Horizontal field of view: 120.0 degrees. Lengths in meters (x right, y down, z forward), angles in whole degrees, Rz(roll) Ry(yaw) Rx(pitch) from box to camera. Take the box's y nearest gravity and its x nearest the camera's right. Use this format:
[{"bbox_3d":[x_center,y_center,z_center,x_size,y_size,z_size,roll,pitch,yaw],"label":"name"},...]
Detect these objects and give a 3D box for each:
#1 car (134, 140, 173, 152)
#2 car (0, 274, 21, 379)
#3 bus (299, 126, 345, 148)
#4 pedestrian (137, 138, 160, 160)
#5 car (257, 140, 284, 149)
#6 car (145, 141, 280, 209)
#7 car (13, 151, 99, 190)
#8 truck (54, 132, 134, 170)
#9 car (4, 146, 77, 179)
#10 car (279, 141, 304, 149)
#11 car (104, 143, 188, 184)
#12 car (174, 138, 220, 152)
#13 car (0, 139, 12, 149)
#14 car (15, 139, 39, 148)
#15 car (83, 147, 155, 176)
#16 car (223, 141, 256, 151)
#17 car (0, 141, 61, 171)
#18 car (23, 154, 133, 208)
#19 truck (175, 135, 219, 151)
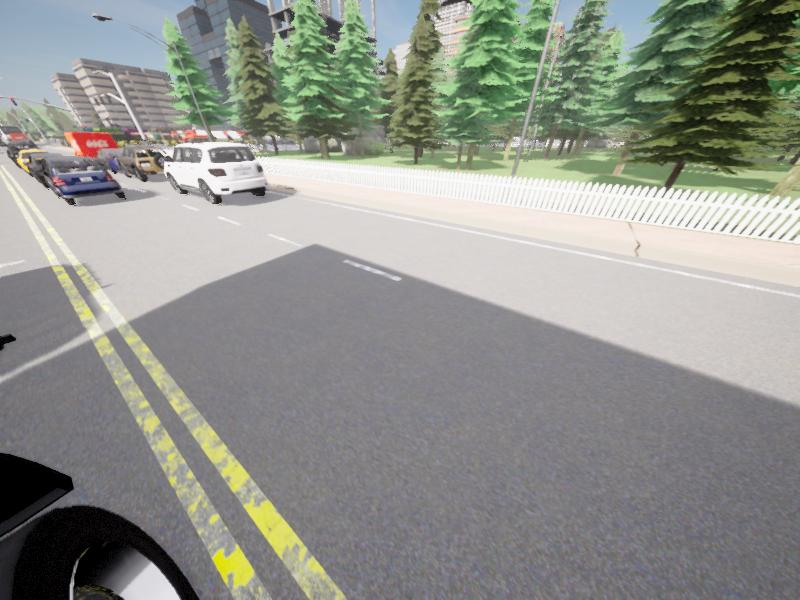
[{"bbox_3d":[-42.287,-26.469,39.752,1.851,1.617,3.988,22,41,28],"label":"car"},{"bbox_3d":[-6.565,0.068,2.481,3.806,1.475,1.970,21,40,27],"label":"car"},{"bbox_3d":[-19.194,-40.831,58.041,3.944,4.253,10.273,20,40,26],"label":"bus"},{"bbox_3d":[-26.269,-15.764,24.158,0.751,1.860,0.751,22,41,28],"label":"pedestrian"},{"bbox_3d":[-30.582,-36.907,54.641,2.033,1.649,4.856,20,40,26],"label":"car"},{"bbox_3d":[-8.192,-5.662,10.109,5.566,2.045,2.150,21,40,27],"label":"car"},{"bbox_3d":[-18.846,-7.177,12.668,4.193,1.474,1.816,21,40,27],"label":"car"},{"bbox_3d":[-26.411,-12.987,19.990,5.204,2.467,2.627,21,40,27],"label":"truck"},{"bbox_3d":[-24.633,-9.493,15.817,5.366,1.575,1.801,21,40,27],"label":"car"},{"bbox_3d":[-24.331,-34.978,52.066,2.007,1.525,4.514,20,40,26],"label":"car"},{"bbox_3d":[-15.713,-8.545,14.287,4.605,1.855,1.932,21,40,27],"label":"car"},{"bbox_3d":[-36.462,-28.051,41.667,2.150,2.045,5.566,20,40,26],"label":"car"},{"bbox_3d":[-82.774,-32.265,47.773,4.514,1.525,2.007,21,40,27],"label":"car"},{"bbox_3d":[-81.168,-34.142,50.291,5.238,1.638,1.930,21,40,27],"label":"car"},{"bbox_3d":[-21.127,-10.507,17.373,4.792,1.488,2.163,21,40,27],"label":"car"},{"bbox_3d":[-32.451,-31.439,46.961,2.038,1.542,4.974,20,40,26],"label":"car"},{"bbox_3d":[-30.471,-11.908,18.937,4.605,1.855,1.932,21,40,27],"label":"car"},{"bbox_3d":[-13.532,-5.128,9.728,3.705,1.549,1.789,21,40,27],"label":"car"},{"bbox_3d":[-38.568,-30.074,44.164,2.627,2.467,5.204,20,39,26],"label":"truck"}]
